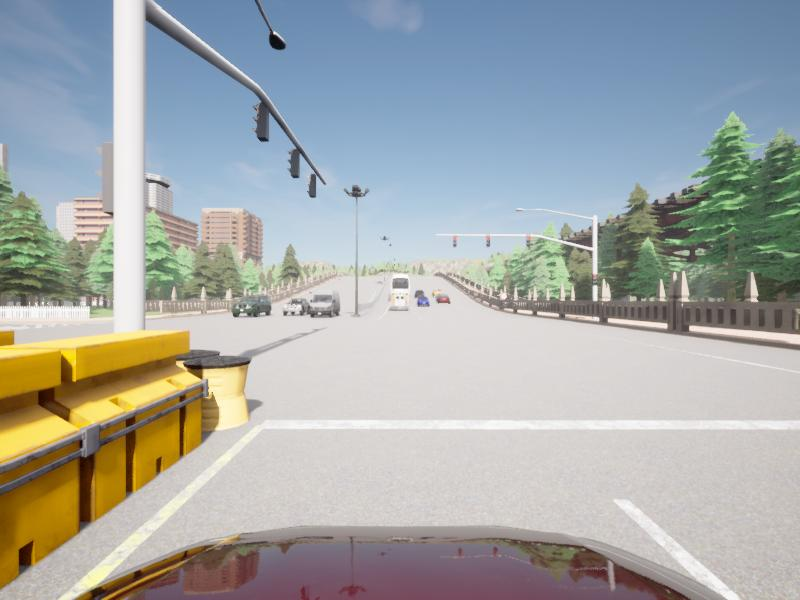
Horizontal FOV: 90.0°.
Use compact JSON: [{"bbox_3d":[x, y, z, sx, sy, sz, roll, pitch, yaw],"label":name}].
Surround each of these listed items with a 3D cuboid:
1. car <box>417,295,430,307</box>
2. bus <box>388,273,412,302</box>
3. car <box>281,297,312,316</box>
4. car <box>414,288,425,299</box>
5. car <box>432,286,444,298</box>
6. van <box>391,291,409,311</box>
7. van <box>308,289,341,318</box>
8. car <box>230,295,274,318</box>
[{"bbox_3d":[3.554,0.071,61.576,1.816,1.474,4.193,0,5,0],"label":"car"},{"bbox_3d":[-0.010,-2.376,71.792,3.944,4.253,10.273,0,7,0],"label":"bus"},{"bbox_3d":[-10.494,0.636,40.952,1.932,1.855,4.605,0,0,0],"label":"car"},{"bbox_3d":[3.621,-1.227,73.767,1.816,1.474,4.193,0,7,0],"label":"car"},{"bbox_3d":[7.135,-1.551,76.088,1.801,1.575,5.366,0,7,0],"label":"car"},{"bbox_3d":[0.025,0.048,54.726,2.351,2.431,6.366,0,3,0],"label":"van"},{"bbox_3d":[-7.000,0.309,37.753,1.988,2.561,5.915,0,0,0],"label":"van"},{"bbox_3d":[-13.998,0.558,38.166,2.150,2.045,5.566,0,0,0],"label":"car"}]
